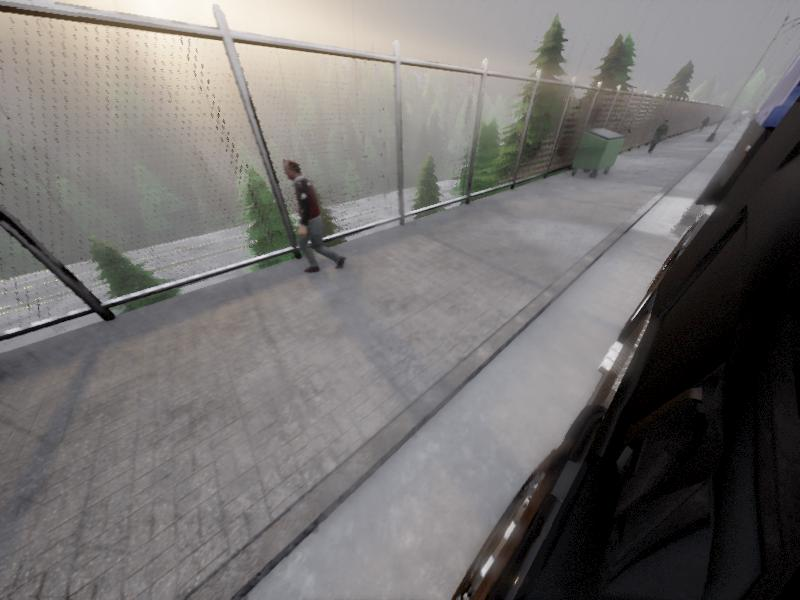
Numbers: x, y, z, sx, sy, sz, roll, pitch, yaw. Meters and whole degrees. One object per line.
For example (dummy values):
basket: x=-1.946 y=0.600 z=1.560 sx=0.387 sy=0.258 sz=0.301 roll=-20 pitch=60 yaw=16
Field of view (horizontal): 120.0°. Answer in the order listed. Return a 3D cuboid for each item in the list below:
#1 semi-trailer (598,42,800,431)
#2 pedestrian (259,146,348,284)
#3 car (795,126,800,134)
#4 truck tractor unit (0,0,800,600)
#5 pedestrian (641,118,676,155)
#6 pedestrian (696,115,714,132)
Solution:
semi-trailer: x=8.697 y=-3.598 z=4.241 sx=14.254 sy=4.402 sz=2.717 roll=-28 pitch=44 yaw=-30
pedestrian: x=-1.418 y=-1.297 z=3.683 sx=0.751 sy=1.860 sz=0.751 roll=-13 pitch=38 yaw=-14
car: x=46.083 y=-19.196 z=25.294 sx=4.792 sy=1.488 sz=2.163 roll=-28 pitch=44 yaw=-30
truck tractor unit: x=2.645 y=-0.295 z=0.352 sx=6.516 sy=4.208 sz=3.053 roll=-28 pitch=44 yaw=-30
pedestrian: x=16.523 y=-10.428 z=14.802 sx=0.751 sy=1.860 sz=0.751 roll=29 pitch=47 yaw=35
pedestrian: x=42.883 y=-24.841 z=32.466 sx=0.751 sy=1.860 sz=0.751 roll=-32 pitch=46 yaw=-33
